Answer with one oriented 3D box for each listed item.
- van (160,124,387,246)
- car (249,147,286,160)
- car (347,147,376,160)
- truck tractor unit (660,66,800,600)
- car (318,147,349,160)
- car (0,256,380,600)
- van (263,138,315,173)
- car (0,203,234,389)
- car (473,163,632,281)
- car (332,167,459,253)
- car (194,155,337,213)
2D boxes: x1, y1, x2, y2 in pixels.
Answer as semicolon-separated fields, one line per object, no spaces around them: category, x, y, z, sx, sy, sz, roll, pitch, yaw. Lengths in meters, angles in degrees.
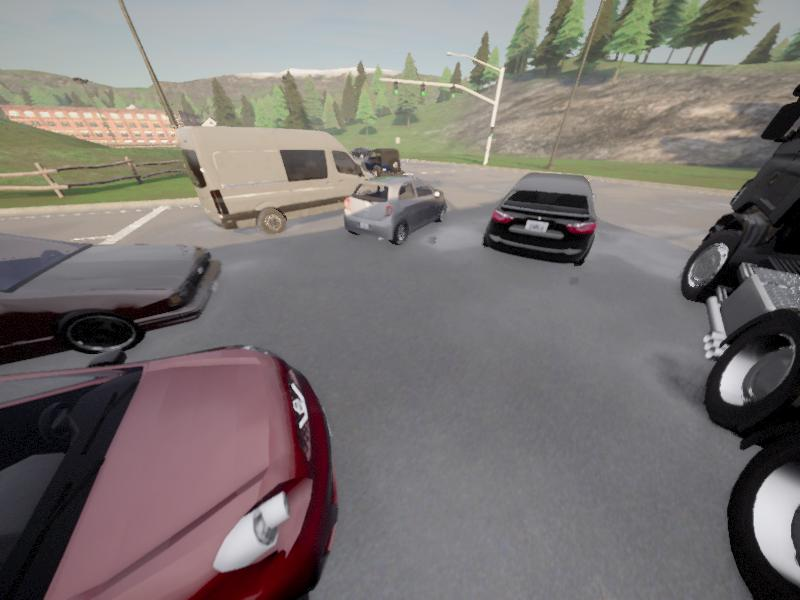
van;-3.251;-4.094;7.733;1.988;2.561;5.915;27;43;33
car;-19.506;-21.539;33.980;5.357;1.411;2.033;21;40;27
car;-5.923;-22.504;35.338;1.837;1.490;4.892;-28;44;-36
truck tractor unit;4.742;-0.564;1.159;3.053;4.208;6.516;28;43;34
car;-9.995;-22.016;34.602;4.902;1.511;2.128;29;44;35
car;-2.158;1.211;0.935;3.633;1.501;1.845;-17;38;-23
van;-10.673;-13.918;22.050;2.351;2.431;6.366;-24;41;-30
car;-5.505;0.033;2.751;5.357;1.411;2.033;-14;37;-19
car;3.874;-2.517;6.240;2.242;1.667;4.611;19;39;24
car;0.091;-2.923;6.938;1.845;1.501;3.633;21;40;27
car;-5.641;-5.572;10.660;1.930;1.638;5.238;21;40;27
